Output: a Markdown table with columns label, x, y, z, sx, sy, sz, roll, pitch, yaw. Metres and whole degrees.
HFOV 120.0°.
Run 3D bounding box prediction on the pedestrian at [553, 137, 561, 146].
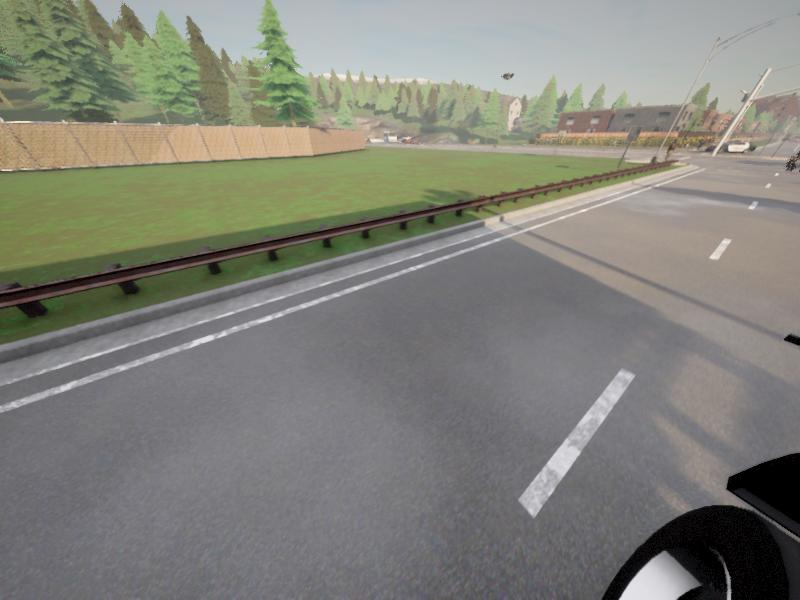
| label | x | y | z | sx | sy | sz | roll | pitch | yaw |
| --- | --- | --- | --- | --- | --- | --- | --- | --- | --- |
| pedestrian | 38.857 | -39.214 | 57.143 | 0.751 | 1.860 | 0.751 | -26 | 43 | -32 |

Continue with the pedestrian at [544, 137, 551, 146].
| label | x | y | z | sx | sy | sz | roll | pitch | yaw |
| --- | --- | --- | --- | --- | --- | --- | --- | --- | --- |
| pedestrian | 37.565 | -40.321 | 58.721 | 0.751 | 1.860 | 0.751 | -18 | 39 | -23 |

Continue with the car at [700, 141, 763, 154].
| label | x | y | z | sx | sy | sz | roll | pitch | yaw |
| --- | --- | --- | --- | --- | --- | --- | --- | --- | --- |
| car | 49.083 | -22.746 | 34.339 | 4.974 | 1.542 | 2.038 | 7 | 36 | 11 |

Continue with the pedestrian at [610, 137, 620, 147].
| label | x | y | z | sx | sy | sz | roll | pitch | yaw |
| --- | --- | --- | --- | --- | --- | --- | --- | --- | --- |
| pedestrian | 45.727 | -33.637 | 49.190 | 0.751 | 1.860 | 0.751 | -22 | 41 | -27 |

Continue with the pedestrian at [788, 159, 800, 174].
| label | x | y | z | sx | sy | sz | roll | pitch | yaw |
| --- | --- | --- | --- | --- | --- | --- | --- | --- | --- |
| pedestrian | 27.498 | -9.498 | 15.450 | 0.751 | 1.860 | 0.751 | -22 | 41 | -28 |

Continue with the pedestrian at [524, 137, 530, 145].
| label | x | y | z | sx | sy | sz | roll | pitch | yaw |
| --- | --- | --- | --- | --- | --- | --- | --- | --- | --- |
| pedestrian | 36.708 | -45.992 | 66.755 | 0.751 | 1.860 | 0.751 | 7 | 36 | 11 |

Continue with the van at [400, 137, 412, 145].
| label | x | y | z | sx | sy | sz | roll | pitch | yaw |
| --- | --- | --- | --- | --- | --- | --- | --- | --- | --- |
| van | 2.181 | -57.447 | 83.415 | 2.069 | 2.038 | 4.480 | -21 | 40 | -27 |

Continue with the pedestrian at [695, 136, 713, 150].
| label | x | y | z | sx | sy | sz | roll | pitch | yaw |
| --- | --- | --- | --- | --- | --- | --- | --- | --- | --- |
| pedestrian | 49.470 | -25.504 | 37.599 | 0.751 | 1.860 | 0.751 | -9 | 36 | -12 |

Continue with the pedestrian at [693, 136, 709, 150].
| label | x | y | z | sx | sy | sz | roll | pitch | yaw |
| --- | --- | --- | --- | --- | --- | --- | --- | --- | --- |
| pedestrian | 49.833 | -25.947 | 38.218 | 0.751 | 1.860 | 0.751 | -22 | 41 | -28 |

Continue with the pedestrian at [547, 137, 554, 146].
| label | x | y | z | sx | sy | sz | roll | pitch | yaw |
| --- | --- | --- | --- | --- | --- | --- | --- | --- | --- |
| pedestrian | 37.964 | -39.970 | 58.221 | 0.751 | 1.860 | 0.751 | -23 | 41 | -29 |

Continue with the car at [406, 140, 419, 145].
| label | x | y | z | sx | sy | sz | roll | pitch | yaw |
| --- | --- | --- | --- | --- | --- | --- | --- | --- | --- |
| car | 4.159 | -51.867 | 76.085 | 1.994 | 1.385 | 4.181 | -22 | 40 | -27 |

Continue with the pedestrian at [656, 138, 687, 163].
| label | x | y | z | sx | sy | sz | roll | pitch | yaw |
| --- | --- | --- | --- | --- | --- | --- | --- | --- | --- |
| pedestrian | 24.567 | -13.547 | 20.941 | 0.751 | 1.860 | 0.751 | -1 | 35 | 0 |

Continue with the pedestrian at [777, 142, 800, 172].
| label | x | y | z | sx | sy | sz | roll | pitch | yaw |
| --- | --- | --- | --- | --- | --- | --- | --- | --- | --- |
| pedestrian | 28.591 | -10.318 | 16.601 | 0.751 | 1.860 | 0.751 | -26 | 42 | -31 |

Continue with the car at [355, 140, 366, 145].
| label | x | y | z | sx | sy | sz | roll | pitch | yaw |
| --- | --- | --- | --- | --- | --- | --- | --- | --- | --- |
| car | -14.834 | -58.794 | 85.961 | 1.816 | 1.474 | 4.193 | -28 | 43 | -33 |

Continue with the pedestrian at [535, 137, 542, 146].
| label | x | y | z | sx | sy | sz | roll | pitch | yaw |
| --- | --- | --- | --- | --- | --- | --- | --- | --- | --- |
| pedestrian | 36.138 | -41.360 | 60.203 | 0.751 | 1.860 | 0.751 | -11 | 37 | -15 |
